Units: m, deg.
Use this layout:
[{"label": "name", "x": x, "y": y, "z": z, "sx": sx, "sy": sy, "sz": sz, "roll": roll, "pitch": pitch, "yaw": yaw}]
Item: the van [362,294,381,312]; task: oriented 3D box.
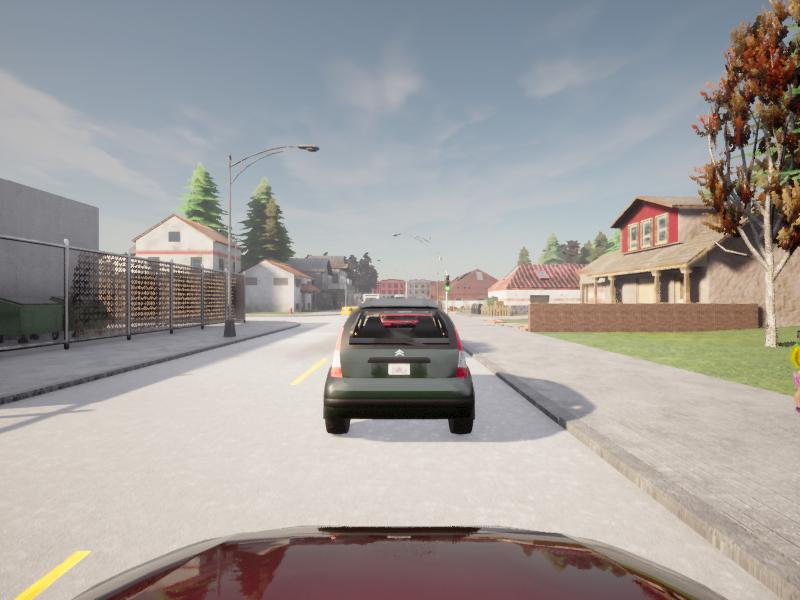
[{"label": "van", "x": -4.044, "y": 0.377, "z": 57.411, "sx": 2.351, "sy": 2.431, "sz": 6.366, "roll": 0, "pitch": 0, "yaw": 0}]

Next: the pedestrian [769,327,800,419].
[{"label": "pedestrian", "x": 5.179, "y": 0.913, "z": 5.101, "sx": 0.500, "sy": 1.100, "sz": 0.500, "roll": 0, "pitch": 0, "yaw": 0}]

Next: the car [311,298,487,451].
[{"label": "car", "x": -0.005, "y": 0.788, "z": 6.219, "sx": 1.851, "sy": 1.617, "sz": 3.988, "roll": 0, "pitch": 0, "yaw": 0}]

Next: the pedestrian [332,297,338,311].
[{"label": "pedestrian", "x": -9.056, "y": 0.533, "z": 55.501, "sx": 0.751, "sy": 1.860, "sz": 0.751, "roll": 0, "pitch": 0, "yaw": -10}]

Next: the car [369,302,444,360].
[{"label": "car", "x": 0.120, "y": 0.829, "z": 12.971, "sx": 2.007, "sy": 1.525, "sz": 4.514, "roll": 0, "pitch": 0, "yaw": -2}]

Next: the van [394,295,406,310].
[{"label": "van", "x": -0.048, "y": 0.400, "z": 69.894, "sx": 1.988, "sy": 2.561, "sz": 5.915, "roll": 0, "pitch": 0, "yaw": 0}]

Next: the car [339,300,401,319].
[{"label": "car", "x": -2.552, "y": 0.801, "z": 35.032, "sx": 5.366, "sy": 1.575, "sz": 1.801, "roll": 0, "pitch": 0, "yaw": -38}]
